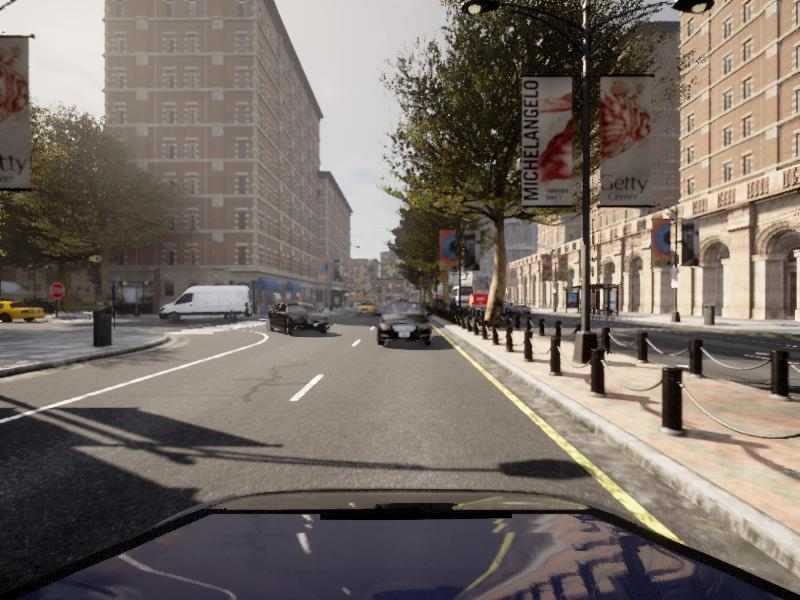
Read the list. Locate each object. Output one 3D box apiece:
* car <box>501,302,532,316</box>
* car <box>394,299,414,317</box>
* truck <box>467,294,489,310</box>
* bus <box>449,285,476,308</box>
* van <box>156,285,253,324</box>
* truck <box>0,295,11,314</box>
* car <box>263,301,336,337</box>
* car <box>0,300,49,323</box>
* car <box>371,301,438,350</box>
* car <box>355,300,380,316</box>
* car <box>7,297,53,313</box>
[{"bbox_3d":[11.915,0.893,41.286,1.895,1.301,4.718,0,0,1],"label":"car"},{"bbox_3d":[0.395,0.740,39.593,1.851,1.617,3.988,0,0,1],"label":"car"},{"bbox_3d":[12.124,0.281,62.573,2.627,2.467,5.204,0,0,1],"label":"truck"},{"bbox_3d":[12.165,-0.634,78.876,3.944,4.253,10.273,0,0,1],"label":"bus"},{"bbox_3d":[-13.670,0.286,28.390,5.915,2.561,1.988,0,0,-13],"label":"van"},{"bbox_3d":[-44.577,0.494,41.503,2.390,2.098,6.274,0,0,0],"label":"truck"},{"bbox_3d":[-4.912,0.822,18.983,1.837,1.490,4.892,2,-1,-33],"label":"car"},{"bbox_3d":[-28.090,0.770,28.014,5.366,1.575,1.801,0,0,0],"label":"car"},{"bbox_3d":[0.155,0.813,15.154,2.128,1.511,4.902,0,1,0],"label":"car"},{"bbox_3d":[-3.205,0.753,40.260,1.801,1.575,5.366,0,0,3],"label":"car"},{"bbox_3d":[-44.553,0.590,48.306,1.905,1.878,3.866,0,0,0],"label":"car"}]
